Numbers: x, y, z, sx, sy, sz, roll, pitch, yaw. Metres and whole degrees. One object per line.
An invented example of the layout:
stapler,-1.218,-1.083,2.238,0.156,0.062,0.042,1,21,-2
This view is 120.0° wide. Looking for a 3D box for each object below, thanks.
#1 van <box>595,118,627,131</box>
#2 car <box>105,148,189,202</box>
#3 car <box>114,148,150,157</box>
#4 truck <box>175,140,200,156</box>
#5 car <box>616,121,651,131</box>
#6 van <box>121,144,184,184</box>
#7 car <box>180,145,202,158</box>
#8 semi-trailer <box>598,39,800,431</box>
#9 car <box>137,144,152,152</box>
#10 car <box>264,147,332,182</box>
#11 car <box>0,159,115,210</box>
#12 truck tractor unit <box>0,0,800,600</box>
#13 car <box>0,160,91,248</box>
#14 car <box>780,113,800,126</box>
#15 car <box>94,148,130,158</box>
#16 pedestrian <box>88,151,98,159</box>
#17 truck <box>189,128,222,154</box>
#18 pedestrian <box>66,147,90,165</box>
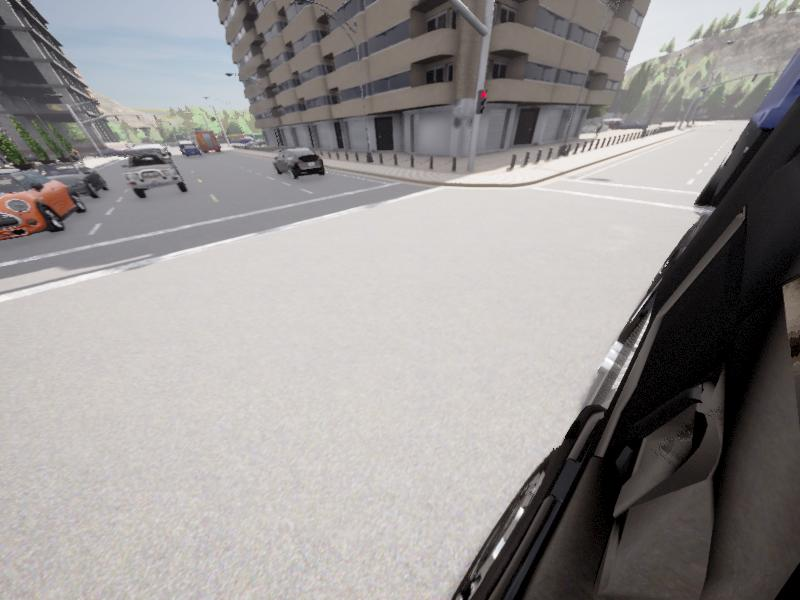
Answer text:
van,47.116,-39.172,51.631,2.069,2.038,4.480,-28,43,-30
car,-12.796,-6.658,11.977,1.932,1.855,4.605,-28,43,-30
car,-56.334,-31.145,48.711,4.718,1.301,1.895,-28,43,-30
truck,-38.328,-27.398,41.617,2.390,2.098,6.274,-28,43,-30
car,47.466,-35.429,47.052,1.812,1.442,4.674,-27,43,-29
van,-17.136,-9.682,16.232,2.069,2.038,4.480,-28,43,-30
car,-33.322,-23.777,36.844,1.882,1.535,5.008,-28,43,-30
semi-trailer,8.680,-3.601,4.269,14.254,4.402,2.717,-28,43,-30
car,-71.364,-42.515,64.597,2.097,1.767,4.553,-28,43,-30
car,-6.616,-8.803,14.773,2.163,1.488,4.792,-28,43,-30
car,-16.910,-6.065,11.776,2.128,1.511,4.902,-28,43,-30
truck tractor unit,2.645,-0.295,0.351,6.516,4.208,3.053,-28,44,-30
car,-12.487,-3.143,7.277,2.097,1.767,4.553,-28,43,-29
car,68.921,-31.456,40.252,5.027,1.651,2.152,-27,43,-29
car,-61.169,-31.329,49.183,4.674,1.442,1.812,-28,43,-30
pedestrian,-55.679,-26.288,41.895,0.500,1.100,0.500,18,41,26
truck,-37.827,-30.931,44.902,2.891,3.827,8.468,-28,43,-30
pedestrian,-40.635,-18.126,29.157,0.751,1.860,0.751,-24,41,-26
